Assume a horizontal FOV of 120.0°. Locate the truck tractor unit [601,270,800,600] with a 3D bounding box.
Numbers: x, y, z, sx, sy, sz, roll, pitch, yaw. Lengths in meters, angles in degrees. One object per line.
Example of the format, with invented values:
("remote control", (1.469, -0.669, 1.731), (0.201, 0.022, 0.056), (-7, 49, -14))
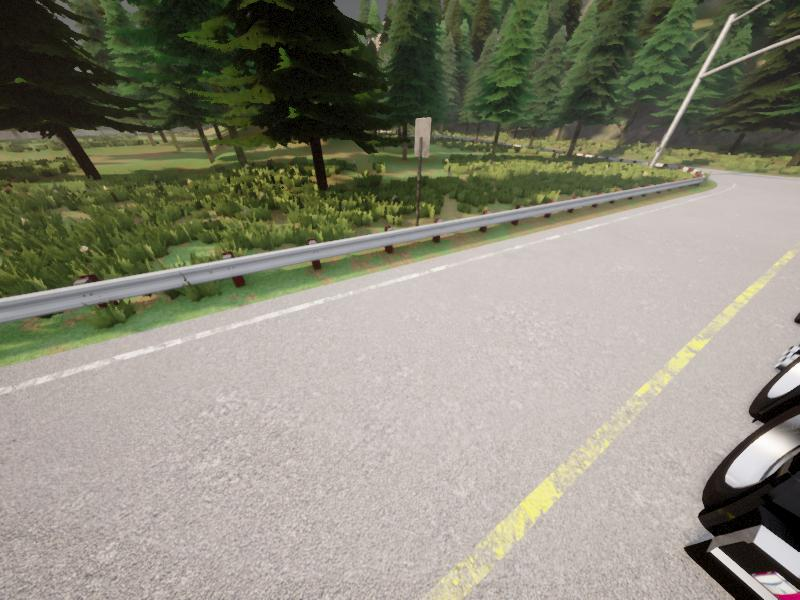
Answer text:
("truck tractor unit", (5.121, -0.290, 0.768), (6.516, 4.208, 3.053), (-18, 39, -24))
